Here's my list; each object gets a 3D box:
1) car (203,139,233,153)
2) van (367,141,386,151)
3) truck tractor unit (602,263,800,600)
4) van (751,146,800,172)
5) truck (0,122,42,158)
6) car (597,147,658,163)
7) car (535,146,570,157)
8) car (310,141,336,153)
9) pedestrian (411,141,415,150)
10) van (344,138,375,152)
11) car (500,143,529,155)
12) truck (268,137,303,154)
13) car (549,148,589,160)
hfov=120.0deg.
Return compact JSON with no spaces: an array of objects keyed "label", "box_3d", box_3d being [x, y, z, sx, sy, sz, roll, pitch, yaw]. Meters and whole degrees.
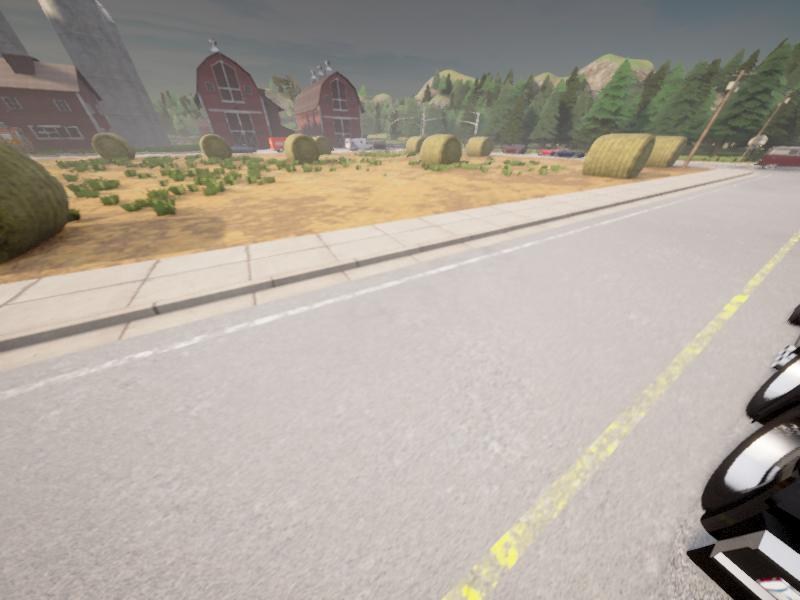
[{"label":"car","box_3d":[-35.234,-29.975,44.877,1.905,1.878,3.866,13,38,8]},{"label":"van","box_3d":[-5.745,-38.179,57.162,4.442,1.987,1.775,-21,40,-28]},{"label":"truck tractor unit","box_3d":[5.112,-0.298,0.787,6.516,4.208,3.053,-18,39,-24]},{"label":"van","box_3d":[38.584,-13.646,22.341,4.442,1.987,1.775,28,44,34]},{"label":"truck","box_3d":[-54.691,-20.424,29.521,8.468,3.827,2.891,-21,40,-27]},{"label":"car","box_3d":[30.586,-19.663,31.299,1.801,1.575,5.366,-20,40,-26]},{"label":"car","box_3d":[27.031,-26.488,41.131,2.007,1.525,4.514,-20,40,-27]},{"label":"car","box_3d":[-15.988,-31.851,48.060,4.605,1.855,1.932,-21,40,-27]},{"label":"pedestrian","box_3d":[3.142,-37.032,55.415,0.751,1.860,0.751,-28,44,-34]},{"label":"van","box_3d":[-9.001,-34.716,51.770,6.366,2.431,2.351,-21,40,-27]},{"label":"car","box_3d":[22.909,-30.266,46.292,2.097,1.767,4.553,-20,40,-27]},{"label":"truck","box_3d":[-21.989,-29.823,44.559,5.204,2.467,2.627,-21,40,-28]},{"label":"car","box_3d":[26.561,-23.126,36.491,1.895,1.301,4.718,-20,40,-27]}]
